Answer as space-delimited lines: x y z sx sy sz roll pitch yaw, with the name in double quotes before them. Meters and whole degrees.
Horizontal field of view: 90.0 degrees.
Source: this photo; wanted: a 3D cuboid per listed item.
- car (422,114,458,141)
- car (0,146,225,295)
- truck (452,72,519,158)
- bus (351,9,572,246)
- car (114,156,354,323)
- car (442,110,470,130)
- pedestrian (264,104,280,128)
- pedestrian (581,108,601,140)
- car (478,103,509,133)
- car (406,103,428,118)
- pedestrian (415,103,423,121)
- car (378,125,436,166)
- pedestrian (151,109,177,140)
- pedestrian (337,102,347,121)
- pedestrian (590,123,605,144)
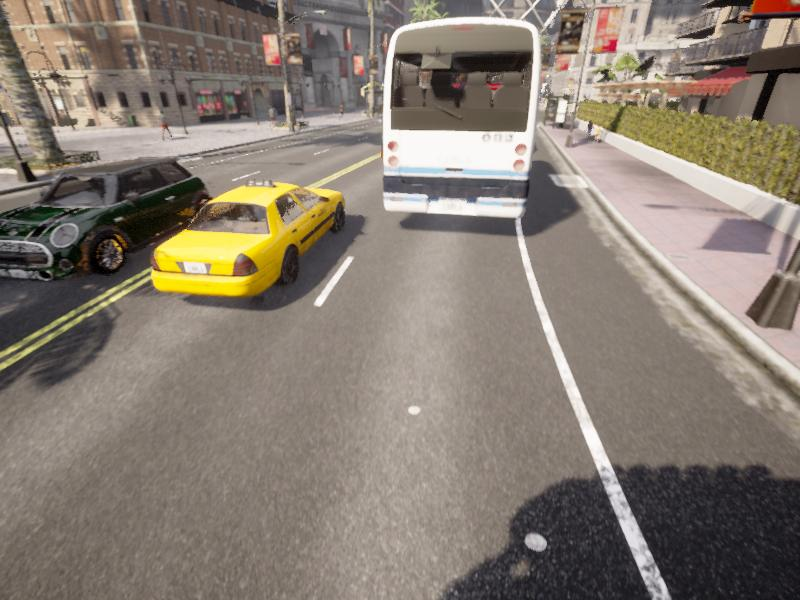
"car" 2.922 -12.518 28.915 1.970 1.475 3.806 6 28 12
"car" -6.066 -1.991 8.408 2.097 1.767 4.553 4 28 8
"truck" 5.134 -10.975 23.410 2.891 3.827 8.468 6 28 12
"bus" 2.080 -5.586 12.618 3.944 4.253 10.273 6 28 11
"car" -2.535 -1.648 7.969 1.801 1.575 5.366 4 28 8
"car" 5.193 -16.717 37.076 1.994 1.385 4.181 7 28 12
"pedestrian" -11.087 -15.955 34.763 0.751 1.860 0.751 10 29 19
"pedestrian" 12.479 -11.522 26.172 0.751 1.860 0.751 6 28 11
"car" 8.149 -15.816 34.597 2.150 2.045 5.566 6 28 12
"car" 2.279 -24.825 52.350 1.930 1.638 5.238 6 28 12
"pedestrian" 2.127 -21.080 44.876 0.751 1.860 0.751 6 28 11
"car" 0.476 -7.845 20.078 1.994 1.385 4.181 6 28 12
"pedestrian" -15.508 -11.563 26.354 0.751 1.860 0.751 5 28 10
"pedestrian" -6.321 -20.586 43.630 0.751 1.860 0.751 15 31 27
"pedestrian" 11.934 -10.056 24.184 0.500 1.100 0.500 6 28 11
